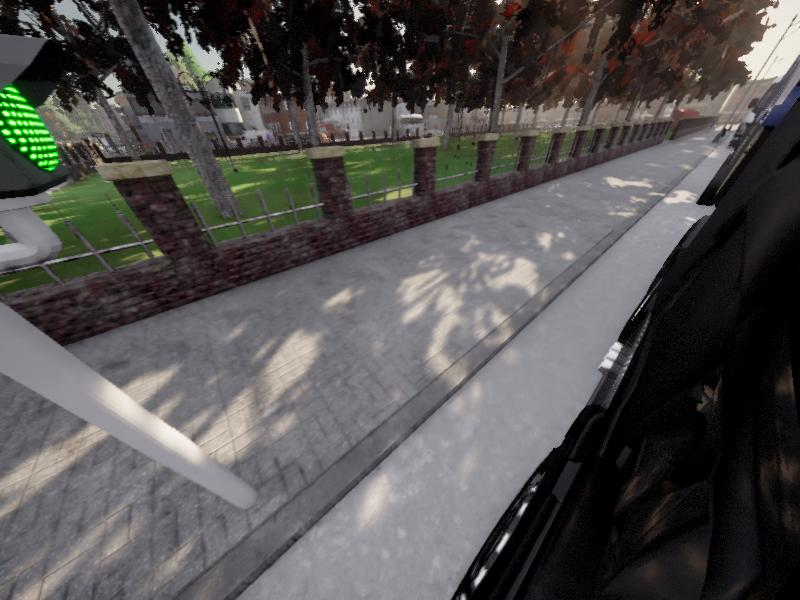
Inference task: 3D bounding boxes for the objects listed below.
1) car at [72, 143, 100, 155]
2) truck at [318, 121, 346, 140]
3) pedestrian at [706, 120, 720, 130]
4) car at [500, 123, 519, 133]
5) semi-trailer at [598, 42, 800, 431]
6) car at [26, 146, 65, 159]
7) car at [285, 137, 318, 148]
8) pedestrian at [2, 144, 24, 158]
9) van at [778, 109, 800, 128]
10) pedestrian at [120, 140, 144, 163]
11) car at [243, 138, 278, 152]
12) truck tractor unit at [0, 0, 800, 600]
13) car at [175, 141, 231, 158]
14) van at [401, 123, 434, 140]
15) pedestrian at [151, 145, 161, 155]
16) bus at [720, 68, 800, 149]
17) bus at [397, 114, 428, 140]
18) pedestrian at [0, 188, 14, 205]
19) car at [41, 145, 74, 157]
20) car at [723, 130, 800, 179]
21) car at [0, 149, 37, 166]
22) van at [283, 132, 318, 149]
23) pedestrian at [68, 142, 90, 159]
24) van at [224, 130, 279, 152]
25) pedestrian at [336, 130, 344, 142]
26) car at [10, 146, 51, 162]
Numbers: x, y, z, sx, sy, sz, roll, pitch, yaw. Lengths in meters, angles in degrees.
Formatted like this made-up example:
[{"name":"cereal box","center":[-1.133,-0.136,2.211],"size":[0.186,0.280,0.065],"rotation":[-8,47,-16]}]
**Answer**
[{"name":"car","center":[-56.766,-27.327,41.857],"size":[1.882,1.535,5.008],"rotation":[-28,44,-30]},{"name":"truck","center":[-17.508,-43.427,59.307],"size":[2.891,3.827,8.468],"rotation":[-28,44,-30]},{"name":"pedestrian","center":[50.839,-28.475,37.553],"size":[0.751,1.300,0.751],"rotation":[-27,44,-30]},{"name":"car","center":[31.850,-50.141,67.301],"size":[5.566,2.045,2.150],"rotation":[-28,44,-30]},{"name":"semi-trailer","center":[8.705,-3.587,4.241],"size":[14.254,4.402,2.717],"rotation":[-28,44,-30]},{"name":"car","center":[-57.503,-24.077,37.608],"size":[2.163,1.488,4.792],"rotation":[-28,44,-30]},{"name":"car","center":[-16.800,-27.140,39.648],"size":[4.718,1.301,1.895],"rotation":[-25,43,-28]},{"name":"pedestrian","center":[-63.344,-24.408,37.836],"size":[0.751,1.860,0.751],"rotation":[9,38,15]},{"name":"van","center":[72.825,-33.510,42.583],"size":[5.915,2.561,1.988],"rotation":[-28,44,-30]},{"name":"pedestrian","center":[-27.003,-15.012,23.337],"size":[0.751,1.860,0.751],"rotation":[-28,44,-30]},{"name":"car","center":[-20.146,-22.505,33.451],"size":[3.633,1.501,1.845],"rotation":[-29,44,-31]},{"name":"truck tractor unit","center":[2.645,-0.295,0.351],"size":[6.516,4.208,3.053],"rotation":[-28,44,-30]},{"name":"car","center":[-25.584,-19.768,30.206],"size":[5.357,1.411,2.033],"rotation":[-27,43,-29]},{"name":"van","center":[3.583,-35.198,48.320],"size":[6.366,2.431,2.351],"rotation":[-13,37,-13]},{"name":"pedestrian","center":[-34.689,-21.398,32.890],"size":[0.500,1.100,0.500],"rotation":[-31,45,-33]},{"name":"bus","center":[29.806,-14.584,17.925],"size":[10.273,4.253,3.944],"rotation":[-27,43,-31]},{"name":"bus","center":[2.497,-39.530,52.597],"size":[3.944,4.253,10.273],"rotation":[-7,39,-12]},{"name":"pedestrian","center":[-16.571,-4.423,9.277],"size":[0.500,1.100,0.500],"rotation":[-28,44,-30]},{"name":"car","center":[-61.654,-26.942,41.655],"size":[2.163,1.488,4.792],"rotation":[-28,44,-30]},{"name":"car","center":[17.333,-6.918,10.743],"size":[5.357,1.411,2.033],"rotation":[-28,44,-30]},{"name":"car","center":[-48.749,-18.025,29.156],"size":[1.994,1.385,4.181],"rotation":[-28,44,-30]},{"name":"van","center":[-15.502,-25.086,36.262],"size":[4.442,1.987,1.775],"rotation":[-29,45,-31]},{"name":"pedestrian","center":[-43.369,-20.258,31.241],"size":[0.751,1.860,0.751],"rotation":[-21,41,-23]},{"name":"van","center":[-22.825,-24.701,35.776],"size":[6.366,2.431,2.351],"rotation":[-28,44,-30]},{"name":"pedestrian","center":[-11.807,-32.236,45.478],"size":[0.751,1.860,0.751],"rotation":[25,45,31]},{"name":"car","center":[-53.294,-21.219,33.463],"size":[1.851,1.617,3.988],"rotation":[-28,44,-30]}]
